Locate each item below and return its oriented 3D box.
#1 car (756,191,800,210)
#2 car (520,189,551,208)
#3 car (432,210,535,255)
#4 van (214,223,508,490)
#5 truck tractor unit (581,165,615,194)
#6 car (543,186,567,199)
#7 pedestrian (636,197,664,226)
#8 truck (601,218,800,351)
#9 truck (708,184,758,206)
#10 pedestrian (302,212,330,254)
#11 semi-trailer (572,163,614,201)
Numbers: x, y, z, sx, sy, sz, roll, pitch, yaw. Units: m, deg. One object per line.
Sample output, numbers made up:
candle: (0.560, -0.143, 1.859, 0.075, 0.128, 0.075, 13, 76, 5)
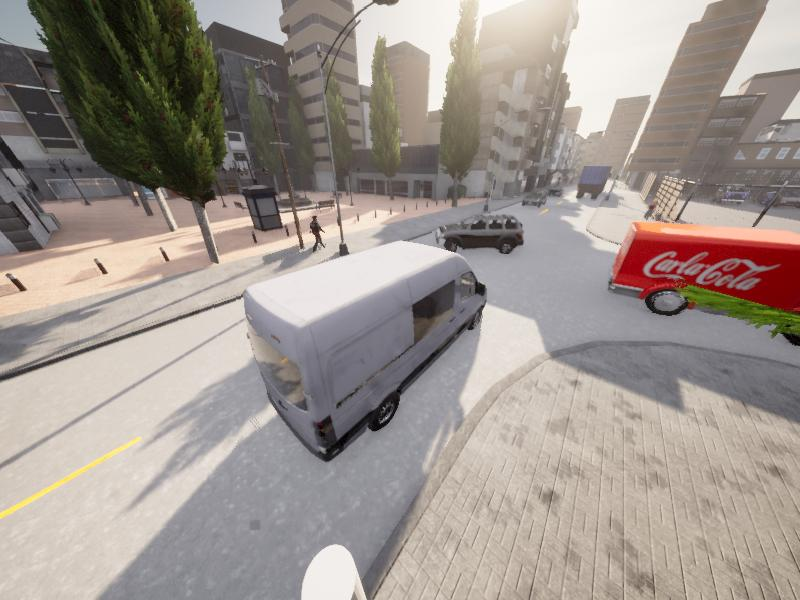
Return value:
car: (43.557, -11.395, 26.194, 2.033, 1.415, 5.357, 23, 37, 34)
car: (16.042, -12.014, 27.288, 2.007, 1.525, 4.514, 23, 37, 34)
car: (4.199, -3.657, 12.452, 4.605, 1.855, 1.932, -1, 30, 1)
van: (0.139, 0.158, 5.184, 1.988, 2.561, 5.915, 23, 36, 34)
truck tractor unit: (34.925, -21.310, 40.694, 3.053, 4.208, 6.516, 23, 37, 34)
car: (23.394, -16.305, 34.876, 1.994, 1.385, 4.181, 23, 37, 34)
pedestrian: (18.732, -6.631, 17.357, 0.751, 1.860, 0.751, 23, 37, 34)
truck: (9.749, -0.694, 6.792, 5.204, 2.467, 2.627, 20, 35, 34)
truck: (40.630, -13.001, 28.353, 2.069, 2.038, 4.478, 23, 37, 34)
pedestrian: (-4.282, -3.442, 11.849, 0.751, 1.860, 0.751, 20, 35, 30)
semi-trailer: (29.844, -18.363, 35.393, 2.717, 4.402, 14.254, 23, 37, 34)
